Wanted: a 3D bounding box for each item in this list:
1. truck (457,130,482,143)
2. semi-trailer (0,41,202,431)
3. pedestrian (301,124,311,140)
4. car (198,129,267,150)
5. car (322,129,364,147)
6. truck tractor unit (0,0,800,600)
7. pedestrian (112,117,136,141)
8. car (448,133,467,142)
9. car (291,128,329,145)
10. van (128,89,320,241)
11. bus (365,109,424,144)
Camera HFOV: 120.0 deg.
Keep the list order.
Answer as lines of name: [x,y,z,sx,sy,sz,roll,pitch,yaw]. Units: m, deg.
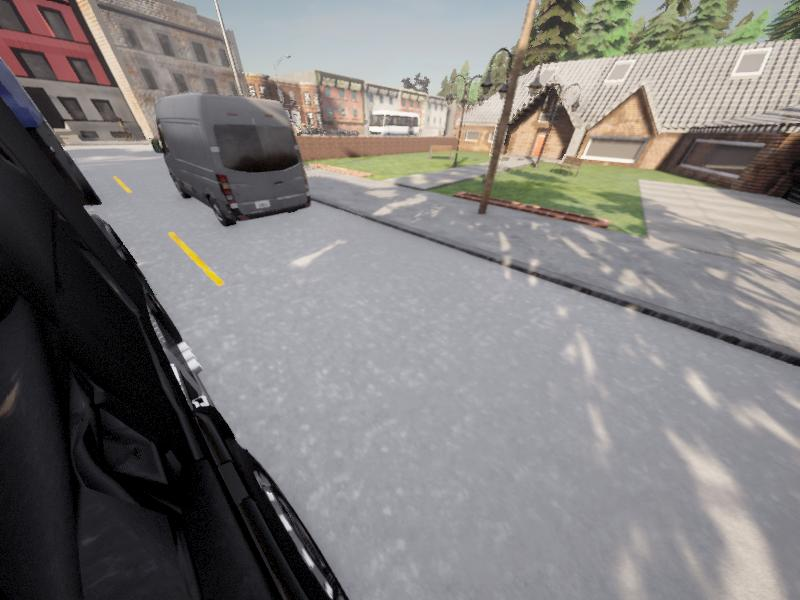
truck: [15.344,-35.927,50.797,2.390,2.098,6.274,28,44,30]
semi-trailer: [-8.719,-3.585,4.216,14.254,4.402,2.717,28,44,30]
pedestrian: [-13.720,-24.568,33.852,0.751,1.860,0.751,27,43,28]
car: [-15.320,-14.947,21.471,1.812,1.442,4.674,28,44,30]
car: [-7.107,-20.657,29.403,2.242,1.667,4.611,29,44,31]
truck tractor unit: [-2.645,-0.295,0.351,6.516,4.208,3.053,28,44,30]
pedestrian: [-26.208,-16.229,21.960,0.751,1.860,0.751,-29,47,-35]
car: [13.564,-38.221,54.183,1.801,1.575,5.366,28,44,30]
car: [-11.597,-21.257,29.986,1.851,1.617,3.988,28,44,30]
van: [-5.083,-4.025,6.594,5.915,2.561,1.988,29,44,31]
bus: [-0.698,-29.525,39.477,3.944,4.253,10.273,28,44,30]
